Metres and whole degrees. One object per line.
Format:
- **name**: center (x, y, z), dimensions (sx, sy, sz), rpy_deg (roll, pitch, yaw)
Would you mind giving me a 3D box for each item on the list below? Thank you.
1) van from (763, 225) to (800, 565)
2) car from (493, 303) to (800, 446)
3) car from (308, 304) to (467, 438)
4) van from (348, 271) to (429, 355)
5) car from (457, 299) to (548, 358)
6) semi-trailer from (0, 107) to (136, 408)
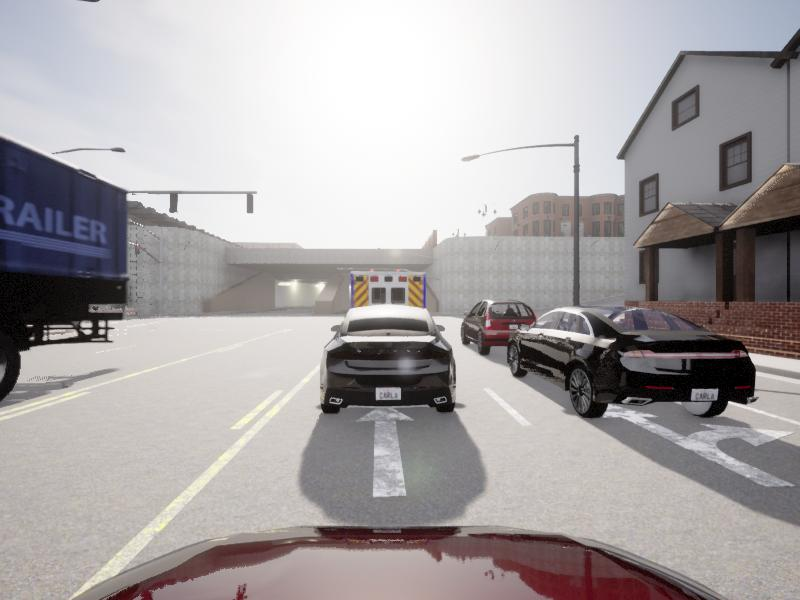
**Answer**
- **van**: center (3.492, 0.572, 0.423), dimensions (2.069, 2.038, 4.480), rpy_deg (0, 0, -2)
- **car**: center (3.293, 0.836, 6.852), dimensions (2.128, 1.511, 4.902), rpy_deg (0, 0, -2)
- **car**: center (-0.209, 0.844, 7.073), dimensions (1.837, 1.490, 4.892), rpy_deg (0, 0, -2)
- **van**: center (-0.436, 0.378, 14.773), dimensions (2.351, 2.431, 6.366), rpy_deg (0, 0, -2)
- **car**: center (3.116, 0.788, 13.044), dimensions (1.851, 1.617, 3.988), rpy_deg (0, 0, -2)
- **semi-trailer**: center (-7.081, -0.617, 1.854), dimensions (2.717, 4.402, 14.254), rpy_deg (0, 0, -2)
